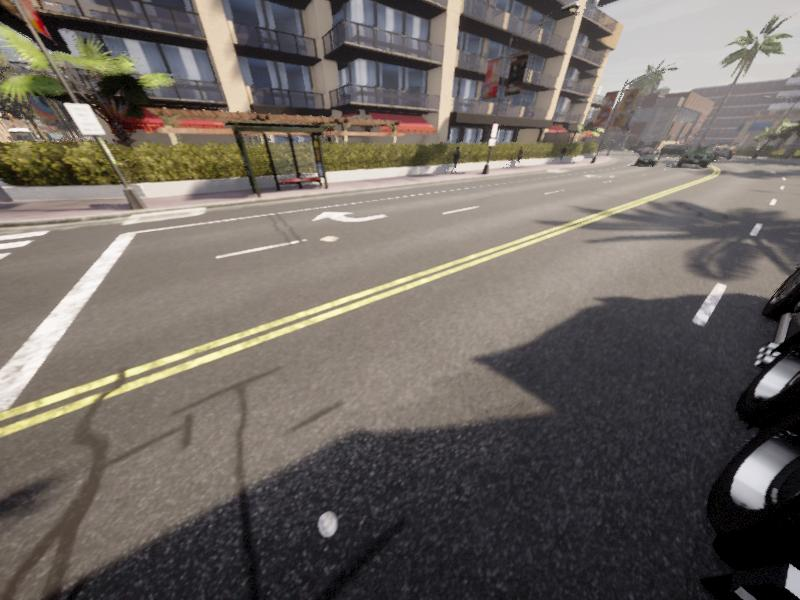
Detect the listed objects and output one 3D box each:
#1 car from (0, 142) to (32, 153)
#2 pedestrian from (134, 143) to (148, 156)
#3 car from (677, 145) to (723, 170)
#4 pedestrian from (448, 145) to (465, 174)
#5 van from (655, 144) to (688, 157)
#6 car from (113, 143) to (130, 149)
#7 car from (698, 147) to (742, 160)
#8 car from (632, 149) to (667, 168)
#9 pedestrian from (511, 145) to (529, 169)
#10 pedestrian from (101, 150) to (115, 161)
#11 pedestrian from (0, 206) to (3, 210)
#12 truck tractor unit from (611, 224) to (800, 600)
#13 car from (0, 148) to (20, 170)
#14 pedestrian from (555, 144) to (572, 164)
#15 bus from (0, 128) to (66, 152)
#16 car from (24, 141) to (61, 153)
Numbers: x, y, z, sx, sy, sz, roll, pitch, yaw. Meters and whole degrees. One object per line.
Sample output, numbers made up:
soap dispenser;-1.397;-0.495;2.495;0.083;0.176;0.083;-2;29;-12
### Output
car;-78.065;-30.967;46.840;1.905;1.878;3.866;-21;40;-28
pedestrian;-42.827;-24.904;38.227;0.751;1.860;0.751;-21;40;-28
car;32.092;-15.506;24.927;5.566;2.045;2.150;-29;44;-36
pedestrian;4.380;-10.949;18.007;0.751;1.860;0.751;-22;40;-29
van;51.360;-28.419;43.821;1.775;1.987;4.442;11;36;16
car;-81.751;-45.340;67.904;2.038;1.542;4.974;-21;40;-28
car;51.613;-23.805;37.453;2.152;1.651;5.027;17;38;22
car;28.086;-15.956;25.943;3.988;1.617;1.851;-28;43;-34
pedestrian;11.289;-13.486;21.727;0.751;1.860;0.751;-20;40;-27
pedestrian;-34.338;-16.994;27.209;0.500;1.100;0.500;-21;40;-28
pedestrian;-15.092;-4.020;7.843;0.751;1.860;0.751;18;38;24
truck tractor unit;5.037;-0.367;0.887;6.516;4.208;3.053;-21;39;-27
car;-37.958;-12.856;21.052;1.851;1.617;3.988;-21;40;-28
pedestrian;18.156;-16.231;25.748;0.751;1.860;0.751;-23;41;-30
bus;-83.990;-36.944;53.365;3.944;4.253;10.273;-21;40;-28
car;-75.629;-32.524;48.963;2.150;2.045;5.566;-21;40;-28
